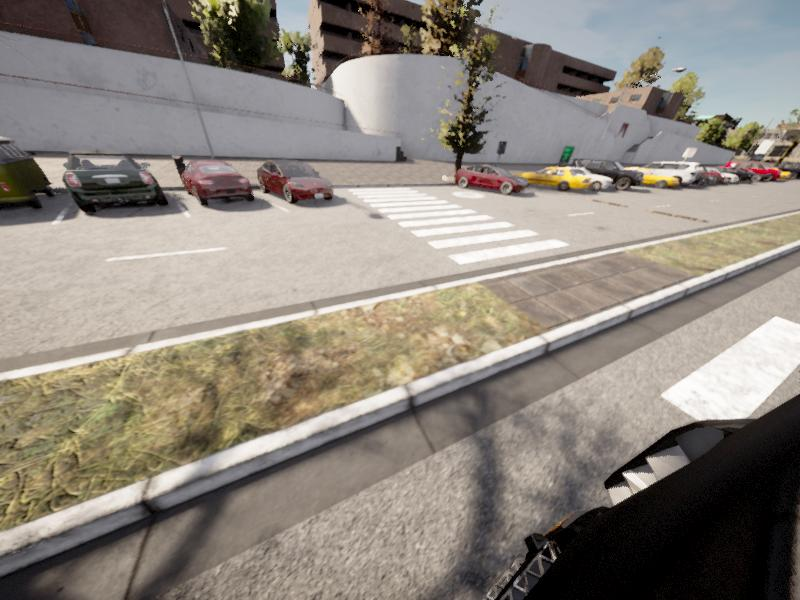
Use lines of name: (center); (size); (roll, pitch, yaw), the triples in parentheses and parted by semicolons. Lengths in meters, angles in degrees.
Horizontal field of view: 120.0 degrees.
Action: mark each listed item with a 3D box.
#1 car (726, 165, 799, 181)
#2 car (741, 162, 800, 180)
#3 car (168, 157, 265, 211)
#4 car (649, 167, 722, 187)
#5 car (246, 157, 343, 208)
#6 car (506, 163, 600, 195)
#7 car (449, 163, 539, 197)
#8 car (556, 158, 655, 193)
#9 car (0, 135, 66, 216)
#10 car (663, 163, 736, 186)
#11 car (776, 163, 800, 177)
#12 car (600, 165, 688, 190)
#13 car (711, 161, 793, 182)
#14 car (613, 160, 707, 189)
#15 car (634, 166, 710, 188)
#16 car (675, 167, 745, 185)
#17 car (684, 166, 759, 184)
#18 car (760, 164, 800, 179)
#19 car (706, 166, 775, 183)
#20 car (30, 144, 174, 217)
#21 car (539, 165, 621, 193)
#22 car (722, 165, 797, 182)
car: (52.264, -18.491, 33.558); (1.946, 1.575, 5.366); (-27, 43, -36)
car: (57.842, -19.874, 35.474); (2.435, 2.045, 5.566); (-27, 43, -36)
car: (-7.744, -5.025, 9.648); (2.002, 1.452, 4.674); (-27, 43, -37)
car: (30.531, -13.381, 24.918); (2.002, 1.452, 4.674); (-27, 43, -37)
car: (-4.987, -5.615, 10.727); (2.163, 1.488, 4.792); (-26, 43, -37)
car: (11.253, -9.257, 17.399); (1.946, 1.575, 5.366); (-27, 43, -37)
car: (5.941, -7.967, 15.108); (2.163, 1.488, 4.792); (-26, 43, -37)
car: (16.889, -10.569, 19.330); (2.435, 2.045, 5.566); (-26, 43, -37)
car: (-13.249, -4.128, 7.397); (1.878, 1.987, 4.442); (-27, 43, -37)
car: (33.246, -14.154, 25.915); (2.185, 1.767, 4.553); (-27, 43, -37)
car: (74.243, -23.547, 41.949); (2.435, 2.045, 5.566); (-27, 43, -37)
car: (22.453, -11.504, 21.543); (1.946, 1.575, 5.366); (-27, 43, -37)
car: (46.961, -17.368, 31.161); (2.435, 2.045, 5.566); (-27, 43, -37)
car: (25.044, -12.405, 22.612); (2.435, 2.045, 5.566); (-27, 43, -37)
car: (27.767, -12.783, 23.843); (2.163, 1.488, 4.792); (-27, 43, -36)
car: (35.995, -14.627, 27.060); (2.002, 1.452, 4.674); (-27, 43, -37)
car: (38.733, -15.281, 28.100); (2.097, 1.535, 5.008); (-28, 43, -36)
car: (63.350, -20.977, 37.663); (2.185, 1.767, 4.553); (-27, 43, -36)
car: (44.220, -16.506, 30.243); (2.163, 1.488, 4.792); (-27, 43, -37)
car: (-10.433, -4.569, 8.454); (2.185, 1.767, 4.553); (-27, 43, -37)
car: (14.117, -9.744, 18.414); (2.002, 1.452, 4.674); (-26, 43, -37)
car: (49.797, -17.720, 32.271); (1.946, 1.575, 5.366); (-27, 43, -37)
